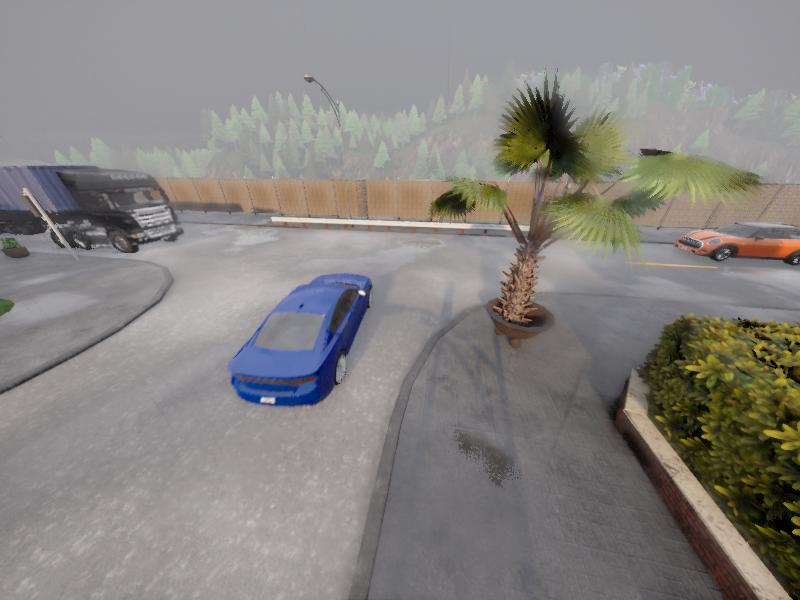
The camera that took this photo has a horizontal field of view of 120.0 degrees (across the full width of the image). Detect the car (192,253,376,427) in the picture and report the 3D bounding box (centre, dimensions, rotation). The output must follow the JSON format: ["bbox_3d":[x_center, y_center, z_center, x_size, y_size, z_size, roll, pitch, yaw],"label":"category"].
[{"bbox_3d":[-2.053,0.358,6.055,1.882,1.535,5.008,3,30,5],"label":"car"}]

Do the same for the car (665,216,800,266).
[{"bbox_3d":[17.471,-3.080,11.753,4.553,1.767,2.097,5,30,9],"label":"car"}]

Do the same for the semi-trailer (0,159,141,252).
[{"bbox_3d":[-24.260,-5.877,13.969,14.254,4.402,2.717,5,30,9],"label":"semi-trailer"}]

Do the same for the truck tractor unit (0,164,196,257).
[{"bbox_3d":[-16.462,-5.102,12.836,6.516,4.208,3.053,5,30,9],"label":"truck tractor unit"}]

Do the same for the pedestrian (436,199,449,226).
[{"bbox_3d":[3.259,-6.755,17.796,0.751,1.860,0.751,6,30,10],"label":"pedestrian"}]
